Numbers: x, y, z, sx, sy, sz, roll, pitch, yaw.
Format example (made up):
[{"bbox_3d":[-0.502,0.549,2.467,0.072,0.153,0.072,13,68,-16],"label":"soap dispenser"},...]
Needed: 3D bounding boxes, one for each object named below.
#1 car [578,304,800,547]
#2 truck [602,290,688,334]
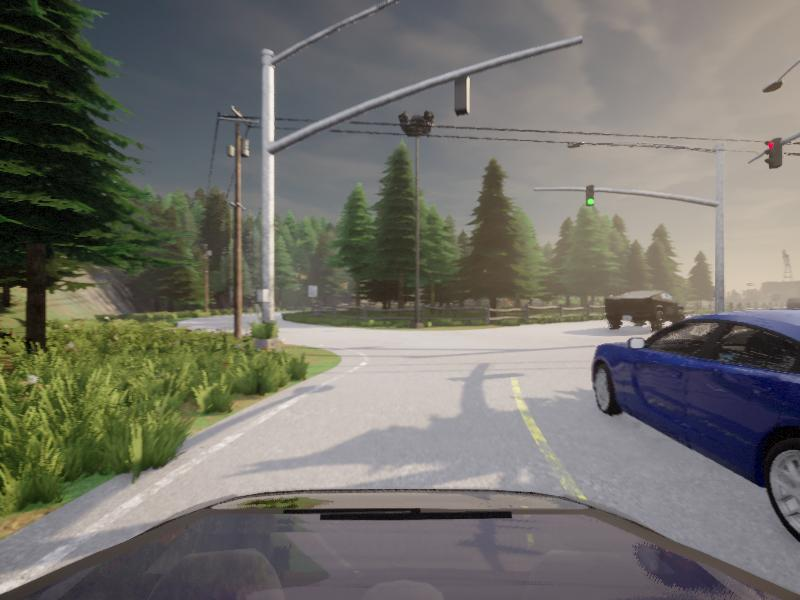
[{"bbox_3d":[3.620,0.827,3.890,1.882,1.535,5.008,0,0,4],"label":"car"},{"bbox_3d":[13.629,0.555,22.049,6.274,2.098,2.390,0,0,-43],"label":"truck"}]
